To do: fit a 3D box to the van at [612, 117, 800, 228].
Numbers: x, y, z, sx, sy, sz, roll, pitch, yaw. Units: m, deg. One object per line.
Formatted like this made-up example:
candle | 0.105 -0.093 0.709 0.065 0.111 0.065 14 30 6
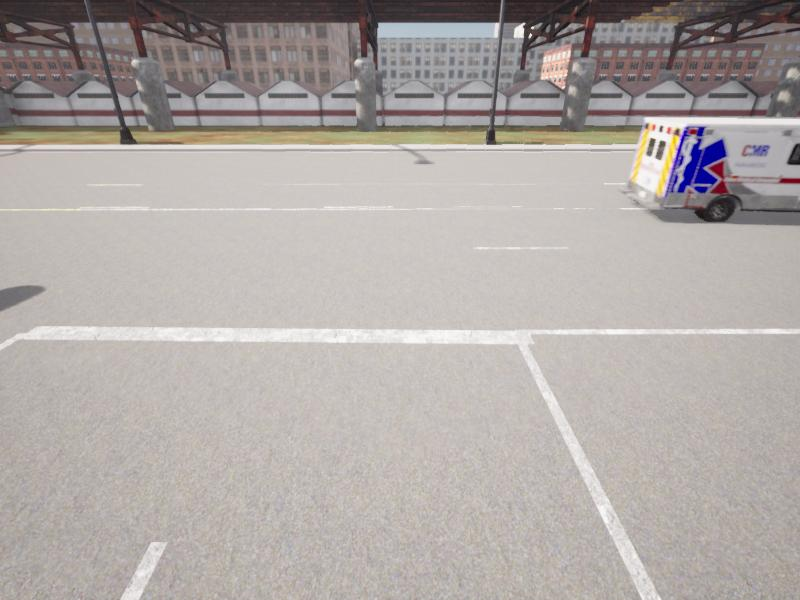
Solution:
van | 9.758 -3.487 10.755 6.366 2.431 2.351 3 28 5
